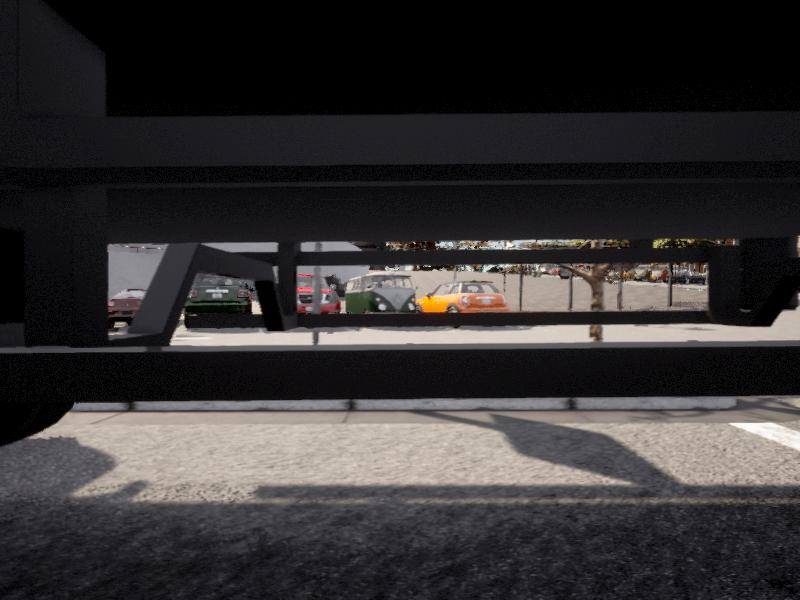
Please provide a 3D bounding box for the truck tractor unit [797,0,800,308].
[{"bbox_3d":[6.432,-1.151,1.643,6.516,4.208,3.053,-1,0,1],"label":"truck tractor unit"}]

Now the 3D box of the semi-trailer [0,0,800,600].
[{"bbox_3d":[-1.476,-1.213,1.662,14.254,4.402,2.717,0,0,0],"label":"semi-trailer"}]
